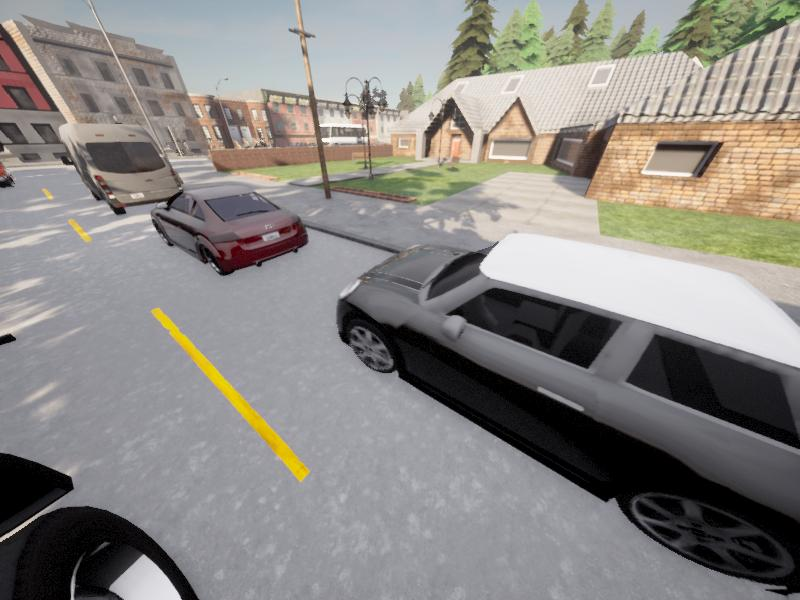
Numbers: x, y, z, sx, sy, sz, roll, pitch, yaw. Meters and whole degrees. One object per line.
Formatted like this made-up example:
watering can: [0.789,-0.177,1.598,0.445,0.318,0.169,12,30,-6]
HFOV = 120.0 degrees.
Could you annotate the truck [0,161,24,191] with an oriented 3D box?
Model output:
truck: [-21.998,-6.816,11.324,5.204,2.467,2.627,20,40,28]

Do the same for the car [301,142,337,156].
car: [-12.299,-23.162,35.380,1.882,1.535,5.008,22,41,28]

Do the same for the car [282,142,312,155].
car: [-16.220,-23.968,36.504,1.845,1.501,3.633,22,41,28]

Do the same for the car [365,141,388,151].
car: [-4.962,-33.148,49.572,1.801,1.575,5.366,22,41,28]

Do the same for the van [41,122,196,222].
van: [-10.756,-5.057,8.817,5.915,2.561,1.988,23,41,29]

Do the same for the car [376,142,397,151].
car: [-2.659,-30.971,46.616,1.812,1.442,4.674,22,41,28]

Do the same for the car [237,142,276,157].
car: [-19.886,-21.019,32.225,1.851,1.617,3.988,22,41,28]

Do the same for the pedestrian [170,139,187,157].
pedestrian: [-28.000,-19.255,29.221,0.751,1.860,0.751,27,43,33]

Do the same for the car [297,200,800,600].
car: [1.147,0.186,2.377,3.806,1.475,1.970,22,41,28]

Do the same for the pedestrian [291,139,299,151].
pedestrian: [-19.393,-28.619,42.661,0.751,1.860,0.751,16,38,21]

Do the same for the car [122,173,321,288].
car: [-4.172,-1.941,5.454,4.181,1.385,1.994,22,41,28]

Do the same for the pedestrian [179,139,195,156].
pedestrian: [-27.816,-19.906,30.146,0.751,1.860,0.751,30,45,35]

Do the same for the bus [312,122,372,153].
bus: [-10.216,-29.841,42.522,3.944,4.253,10.273,22,41,28]

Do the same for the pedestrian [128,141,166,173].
pedestrian: [-17.270,-9.776,15.822,0.751,1.860,0.751,-1,35,-2]
